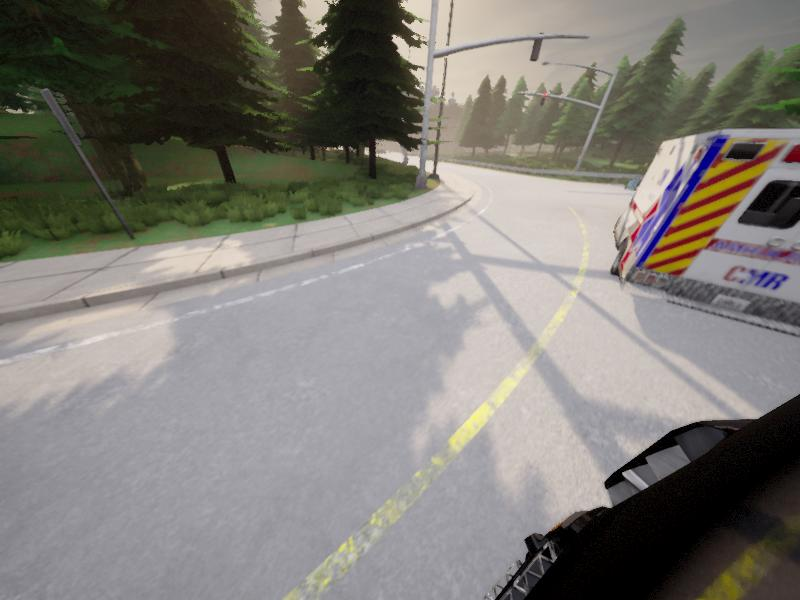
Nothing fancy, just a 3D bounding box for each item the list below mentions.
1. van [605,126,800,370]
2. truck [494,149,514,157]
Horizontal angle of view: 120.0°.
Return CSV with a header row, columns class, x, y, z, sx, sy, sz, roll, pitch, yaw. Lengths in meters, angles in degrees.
class,x,y,z,sx,sy,sz,roll,pitch,yaw
van,6.289,-1.792,4.737,2.351,2.431,6.366,24,39,29
truck,38.069,-53.707,84.547,6.274,2.098,2.390,-8,35,-15
